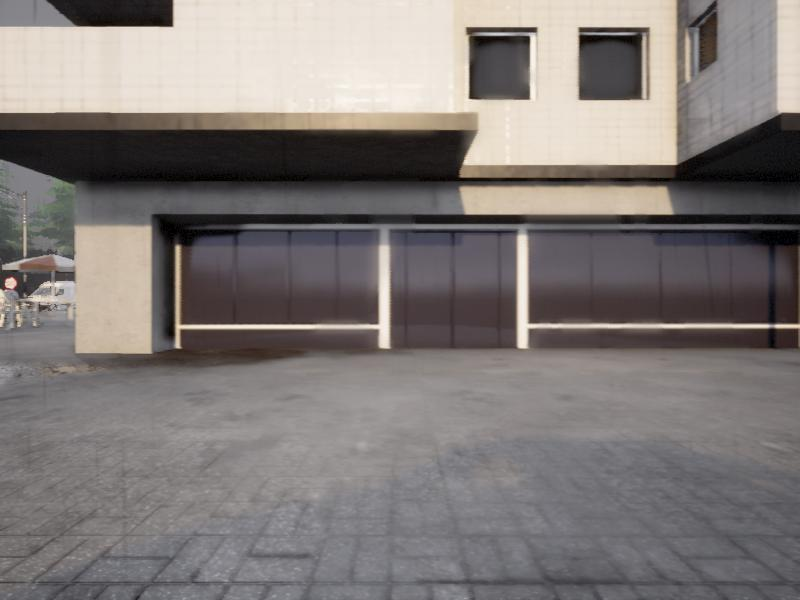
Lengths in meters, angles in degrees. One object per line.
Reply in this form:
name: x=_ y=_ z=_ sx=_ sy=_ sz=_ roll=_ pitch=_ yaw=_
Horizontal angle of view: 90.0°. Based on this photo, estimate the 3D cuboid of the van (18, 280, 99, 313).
van: x=-29.290 y=-0.284 z=34.643 sx=1.988 sy=2.561 sz=5.915 roll=0 pitch=0 yaw=0
